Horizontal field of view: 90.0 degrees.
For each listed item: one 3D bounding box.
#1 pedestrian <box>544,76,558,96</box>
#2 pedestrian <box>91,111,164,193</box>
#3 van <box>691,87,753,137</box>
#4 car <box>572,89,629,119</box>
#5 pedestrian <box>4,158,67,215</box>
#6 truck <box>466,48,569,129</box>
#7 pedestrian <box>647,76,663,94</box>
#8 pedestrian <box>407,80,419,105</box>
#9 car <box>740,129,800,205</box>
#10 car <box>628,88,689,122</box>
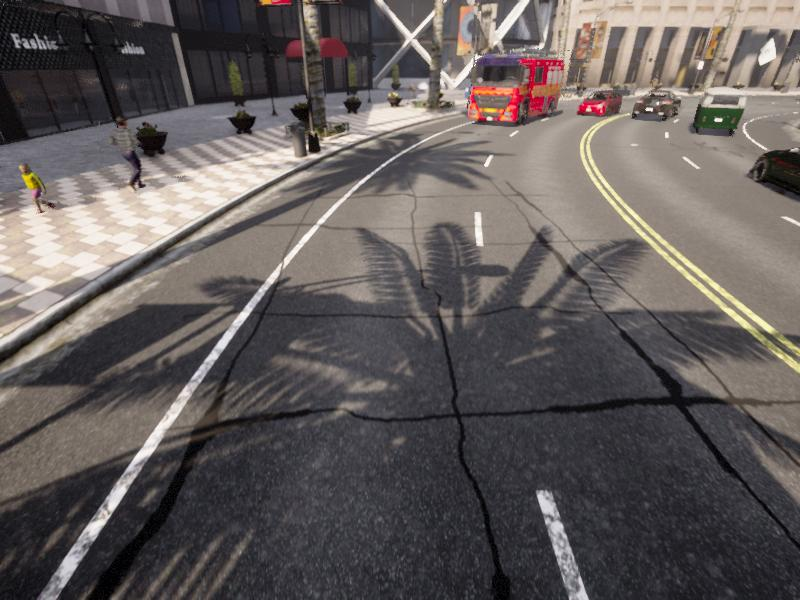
[{"bbox_3d":[16.464,-23.318,43.656,0.751,1.860,0.751,-12,32,-19],"label":"pedestrian"},{"bbox_3d":[-6.938,-3.794,10.290,0.751,1.860,0.751,6,31,9],"label":"pedestrian"},{"bbox_3d":[16.892,-10.063,21.225,1.775,1.987,4.442,17,34,27],"label":"van"},{"bbox_3d":[14.177,-13.868,28.186,2.007,1.525,4.514,24,38,35],"label":"car"},{"bbox_3d":[-8.028,-2.509,8.847,0.500,1.100,0.500,8,31,13],"label":"pedestrian"},{"bbox_3d":[7.450,-13.241,24.839,2.891,3.827,8.468,19,35,29],"label":"truck"},{"bbox_3d":[30.502,-25.785,47.870,0.751,1.860,0.751,-11,32,-18],"label":"pedestrian"},{"bbox_3d":[1.081,-17.415,33.570,0.751,1.860,0.751,-12,32,-20],"label":"pedestrian"},{"bbox_3d":[11.334,-3.390,10.435,1.994,1.385,4.181,7,31,11],"label":"car"},{"bbox_3d":[17.386,-13.131,26.830,2.152,1.651,5.027,23,37,34],"label":"car"}]
